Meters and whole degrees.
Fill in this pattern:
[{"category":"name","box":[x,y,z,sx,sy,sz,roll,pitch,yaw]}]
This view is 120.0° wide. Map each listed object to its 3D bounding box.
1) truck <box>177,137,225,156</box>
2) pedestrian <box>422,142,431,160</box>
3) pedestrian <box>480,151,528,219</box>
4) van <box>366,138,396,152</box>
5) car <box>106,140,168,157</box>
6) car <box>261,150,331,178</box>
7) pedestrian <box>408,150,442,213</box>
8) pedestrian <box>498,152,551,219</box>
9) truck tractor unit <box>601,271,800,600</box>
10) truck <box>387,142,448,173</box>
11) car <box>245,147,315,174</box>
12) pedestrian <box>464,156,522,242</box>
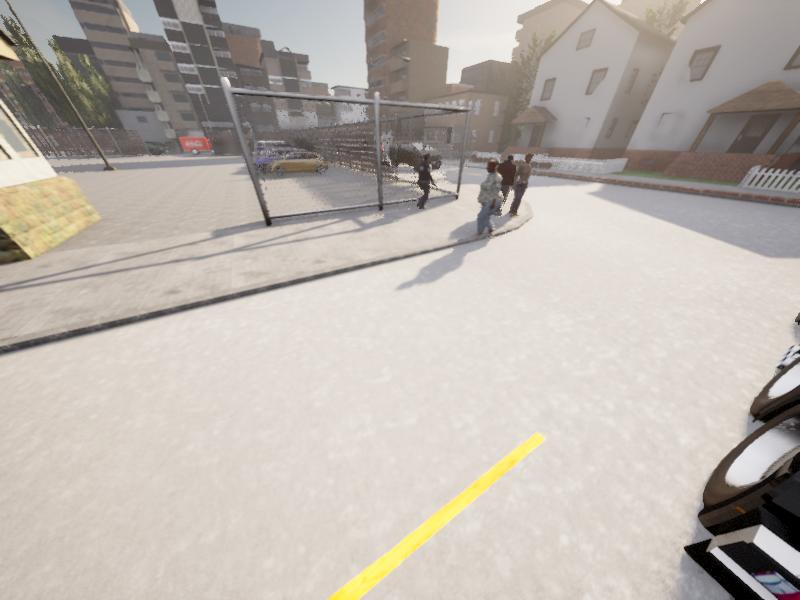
[{"category":"truck","box":[-32.453,-25.337,38.030,5.204,2.467,2.627,-18,39,-24]},{"category":"pedestrian","box":[3.441,-19.299,29.937,0.751,1.860,0.751,29,44,35]},{"category":"pedestrian","box":[3.361,-3.765,7.595,0.751,1.860,0.751,-26,43,-33]},{"category":"van","box":[-4.203,-34.946,52.111,6.366,2.431,2.351,-19,39,-25]},{"category":"car","box":[-39.399,-22.957,34.922,5.566,2.045,2.150,-18,39,-24]},{"category":"car","box":[-7.440,-9.951,16.801,4.193,1.474,1.816,-18,39,-24]},{"category":"pedestrian","box":[0.839,-4.161,8.144,0.751,1.860,0.751,-20,40,-27]},{"category":"pedestrian","box":[3.949,-3.686,7.486,0.751,1.860,0.751,-5,35,-8]},{"category":"truck tractor unit","box":[5.119,-0.293,0.763,6.516,4.208,3.053,-18,39,-24]},{"category":"truck","box":[1.347,-13.377,21.419,2.390,2.098,6.274,-18,39,-24]},{"category":"car","box":[-9.637,-11.386,18.729,4.611,1.667,2.242,-18,39,-24]},{"category":"pedestrian","box":[2.220,-2.478,5.756,0.751,1.860,0.751,0,35,-1]}]
